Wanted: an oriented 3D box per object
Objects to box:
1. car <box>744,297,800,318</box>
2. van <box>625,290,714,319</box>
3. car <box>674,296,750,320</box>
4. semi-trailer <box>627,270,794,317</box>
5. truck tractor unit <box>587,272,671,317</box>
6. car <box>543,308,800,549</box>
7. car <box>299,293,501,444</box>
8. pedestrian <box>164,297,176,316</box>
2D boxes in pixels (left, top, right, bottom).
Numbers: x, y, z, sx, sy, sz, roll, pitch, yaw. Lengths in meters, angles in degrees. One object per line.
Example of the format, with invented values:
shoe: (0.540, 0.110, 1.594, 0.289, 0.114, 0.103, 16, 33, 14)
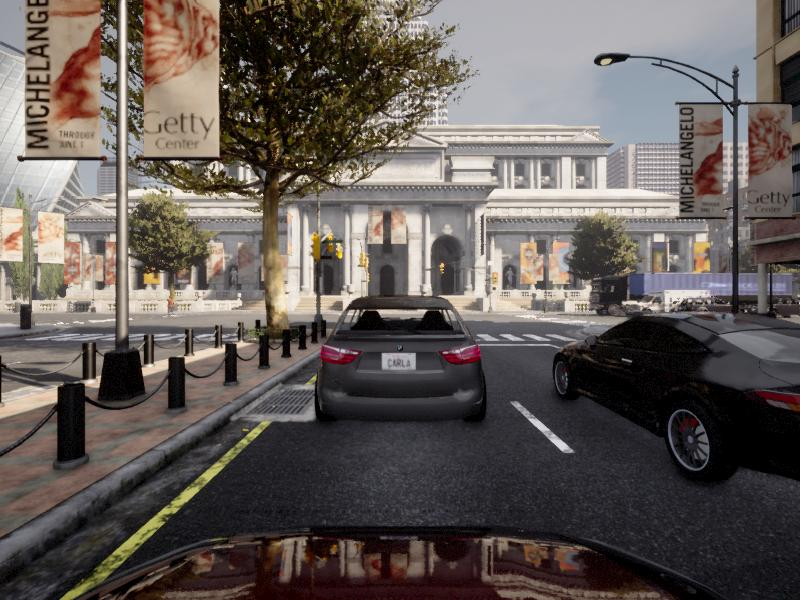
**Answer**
car: (33.737, 0.654, 35.536, 4.605, 1.855, 1.932, 0, 0, 0)
van: (23.845, 0.378, 35.614, 6.366, 2.431, 2.351, 0, 0, 0)
car: (24.929, 0.652, 32.107, 4.605, 1.855, 1.932, 0, 0, 1)
semi-trailer: (30.146, -0.618, 39.157, 14.254, 4.402, 2.717, 0, 0, 0)
truck tractor unit: (22.234, -0.517, 39.127, 6.516, 4.208, 3.053, 0, 0, 0)
car: (3.472, 0.870, 4.859, 1.812, 1.442, 4.674, 0, 0, 0)
car: (0.019, 0.756, 6.742, 2.242, 1.667, 4.611, 0, 0, 0)
pedestrian: (-22.927, 0.637, 39.913, 0.751, 1.860, 0.751, 0, 0, -2)
